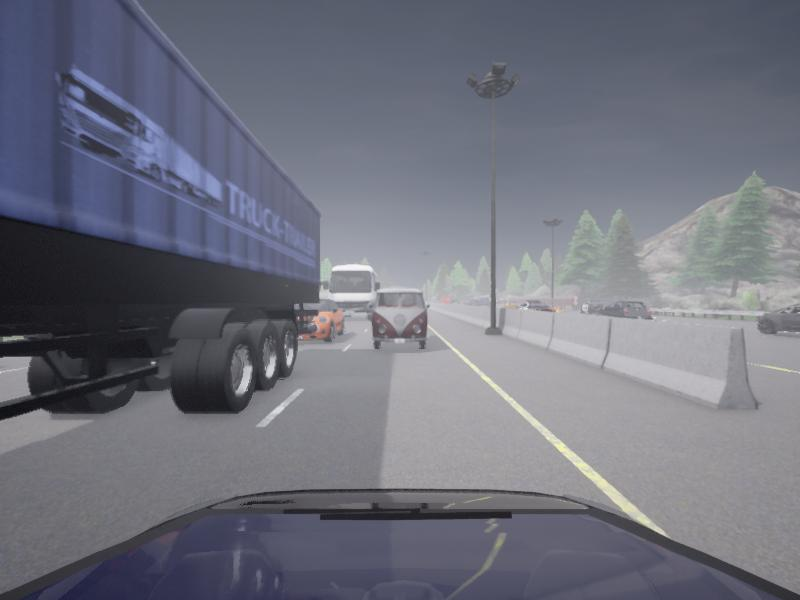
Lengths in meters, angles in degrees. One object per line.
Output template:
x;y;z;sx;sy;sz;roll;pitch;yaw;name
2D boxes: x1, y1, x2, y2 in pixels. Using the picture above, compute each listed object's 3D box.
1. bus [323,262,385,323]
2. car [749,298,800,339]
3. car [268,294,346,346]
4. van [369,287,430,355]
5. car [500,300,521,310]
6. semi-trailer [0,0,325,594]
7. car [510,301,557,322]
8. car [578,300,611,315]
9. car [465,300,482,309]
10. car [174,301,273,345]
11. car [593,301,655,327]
-3.400;-0.538;33.149;3.944;4.253;10.273;0;0;0;bus
17.491;0.754;16.448;2.242;1.667;4.611;0;0;0;car
-3.511;0.693;16.087;2.097;1.767;4.553;0;0;0;car
-0.009;0.594;13.859;1.775;1.987;4.442;0;0;0;van
17.395;0.794;63.270;1.801;1.575;5.366;0;0;0;car
-3.508;-0.621;4.329;2.717;4.402;14.254;0;0;0;semi-trailer
10.482;0.822;31.855;2.038;1.542;4.974;0;0;0;car
21.603;0.817;44.593;2.038;1.542;4.974;0;0;11;car
13.853;0.793;75.626;2.242;1.667;4.611;0;0;0;car
-7.010;0.820;16.594;1.882;1.535;5.008;0;0;0;car
13.986;0.821;25.213;1.845;1.501;3.633;0;0;0;car
